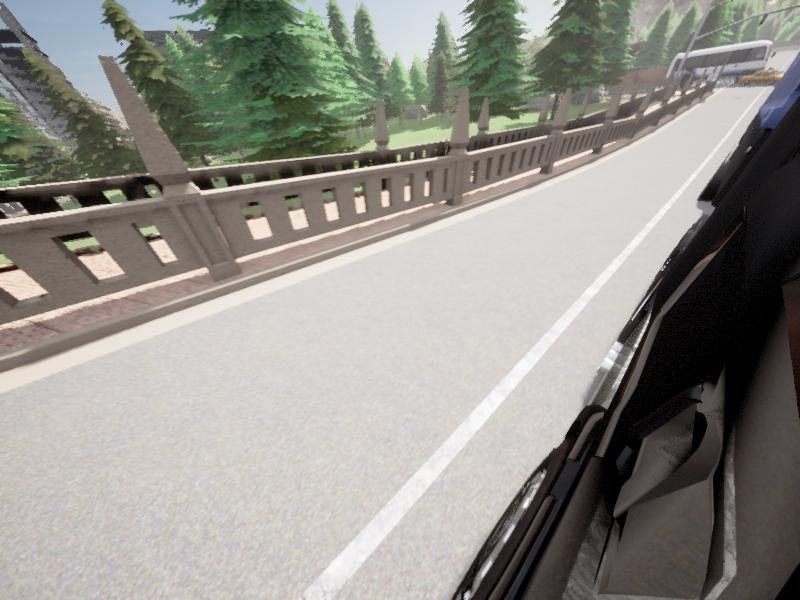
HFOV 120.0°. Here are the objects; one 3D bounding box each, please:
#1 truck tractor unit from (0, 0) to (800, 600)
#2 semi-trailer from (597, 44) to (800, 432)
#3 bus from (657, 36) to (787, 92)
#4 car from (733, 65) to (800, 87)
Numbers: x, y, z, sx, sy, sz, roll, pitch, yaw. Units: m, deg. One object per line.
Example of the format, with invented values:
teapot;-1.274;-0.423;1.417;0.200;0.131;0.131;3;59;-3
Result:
truck tractor unit;2.645;-0.295;0.351;6.516;4.208;3.053;-28;44;-30
semi-trailer;8.680;-3.660;4.182;14.254;4.402;2.717;-29;44;-29
bus;46.851;-34.698;34.377;3.944;4.253;10.273;-35;47;-27
car;45.604;-27.572;28.549;1.801;1.575;5.366;-3;41;8
